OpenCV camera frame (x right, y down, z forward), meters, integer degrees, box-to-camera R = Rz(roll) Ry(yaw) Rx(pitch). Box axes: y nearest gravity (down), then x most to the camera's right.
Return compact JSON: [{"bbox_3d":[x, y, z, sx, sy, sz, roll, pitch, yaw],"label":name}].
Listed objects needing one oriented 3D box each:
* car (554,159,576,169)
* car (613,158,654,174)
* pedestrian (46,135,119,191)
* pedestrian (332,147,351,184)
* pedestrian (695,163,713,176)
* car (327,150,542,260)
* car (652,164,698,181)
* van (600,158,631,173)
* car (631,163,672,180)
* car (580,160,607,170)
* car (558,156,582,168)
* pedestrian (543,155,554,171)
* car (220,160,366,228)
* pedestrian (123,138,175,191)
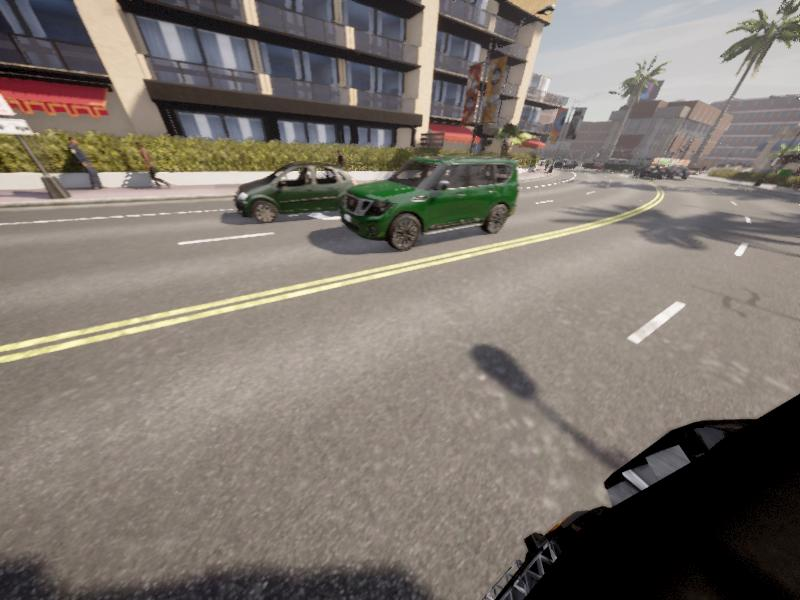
[{"bbox_3d":[31.821,-26.353,44.703,1.970,1.475,3.806,7,34,6],"label":"car"},{"bbox_3d":[41.729,-24.097,41.504,2.150,2.045,5.566,8,34,7],"label":"car"},{"bbox_3d":[-12.669,-5.485,9.316,0.751,1.860,0.751,-8,35,-16],"label":"pedestrian"},{"bbox_3d":[-3.546,-8.148,13.997,0.751,1.860,0.751,-17,38,-27],"label":"pedestrian"},{"bbox_3d":[49.944,-21.461,37.966,0.751,1.860,0.751,6,34,4],"label":"pedestrian"},{"bbox_3d":[1.110,-3.013,6.734,5.566,2.045,2.150,-17,38,-27],"label":"car"},{"bbox_3d":[38.008,-17.855,32.195,2.152,1.651,5.027,16,36,19],"label":"car"},{"bbox_3d":[37.892,-23.779,40.791,1.775,1.987,4.442,10,34,10],"label":"van"},{"bbox_3d":[33.611,-17.385,31.118,2.242,1.667,4.611,18,36,22],"label":"car"},{"bbox_3d":[39.113,-27.394,46.896,1.994,1.385,4.181,3,33,0],"label":"car"},{"bbox_3d":[35.732,-29.087,48.759,1.905,1.878,3.866,1,34,-2],"label":"car"},{"bbox_3d":[21.417,-19.806,33.401,0.751,1.860,0.751,21,38,25],"label":"pedestrian"},{"bbox_3d":[-3.420,-3.752,7.920,3.988,1.617,1.851,-16,38,-26],"label":"car"},{"bbox_3d":[-10.633,-5.757,9.874,0.751,1.860,0.751,-18,39,-28],"label":"pedestrian"}]
